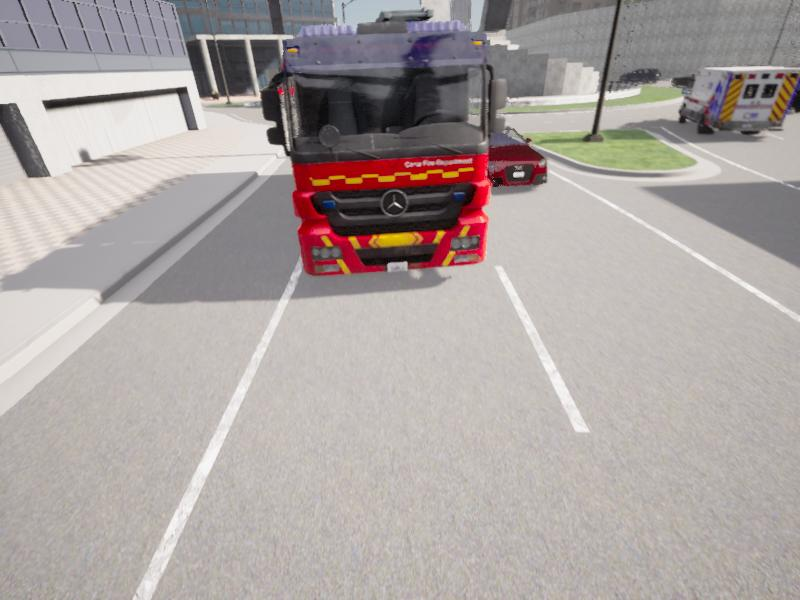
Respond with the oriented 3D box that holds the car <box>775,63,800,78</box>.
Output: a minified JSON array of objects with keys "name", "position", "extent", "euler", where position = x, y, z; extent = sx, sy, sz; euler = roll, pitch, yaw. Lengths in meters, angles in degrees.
[{"name":"car","position":[47.095,-27.035,47.074],"extent":[3.633,1.501,1.845],"euler":[-1,30,2]}]

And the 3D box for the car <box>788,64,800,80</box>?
[{"name":"car","position":[46.536,-25.250,44.071],"extent":[4.974,1.542,2.038],"euler":[-1,30,2]}]

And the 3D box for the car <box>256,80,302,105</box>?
[{"name":"car","position":[-13.338,-23.155,44.562],"extent":[2.150,2.045,5.566],"euler":[5,31,13]}]

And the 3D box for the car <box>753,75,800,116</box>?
[{"name":"car","position":[21.867,-11.721,22.772],"extent":[1.930,1.638,5.238],"euler":[22,38,36]}]

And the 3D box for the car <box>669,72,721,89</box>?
[{"name":"car","position":[29.352,-21.983,40.044],"extent":[1.895,1.301,4.718],"euler":[-1,30,3]}]

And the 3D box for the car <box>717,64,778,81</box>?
[{"name":"car","position":[41.016,-26.933,47.364],"extent":[4.974,1.542,2.038],"euler":[-1,30,3]}]

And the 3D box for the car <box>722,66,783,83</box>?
[{"name":"car","position":[39.082,-25.129,44.520],"extent":[4.674,1.442,1.812],"euler":[0,31,4]}]

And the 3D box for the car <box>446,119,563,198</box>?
[{"name":"car","position":[2.840,-4.405,12.019],"extent":[1.994,1.385,4.181],"euler":[-5,30,-5]}]

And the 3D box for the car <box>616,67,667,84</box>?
[{"name":"car","position":[29.849,-27.829,49.648],"extent":[2.033,1.649,4.856],"euler":[-15,33,-21]}]

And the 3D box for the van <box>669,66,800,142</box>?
[{"name":"van","position":[14.361,-8.806,17.598],"extent":[2.351,2.431,6.366],"euler":[7,32,16]}]

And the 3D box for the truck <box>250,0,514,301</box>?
[{"name":"truck","position":[-0.494,-3.864,8.920],"extent":[2.891,3.827,8.468],"euler":[-5,30,-4]}]
